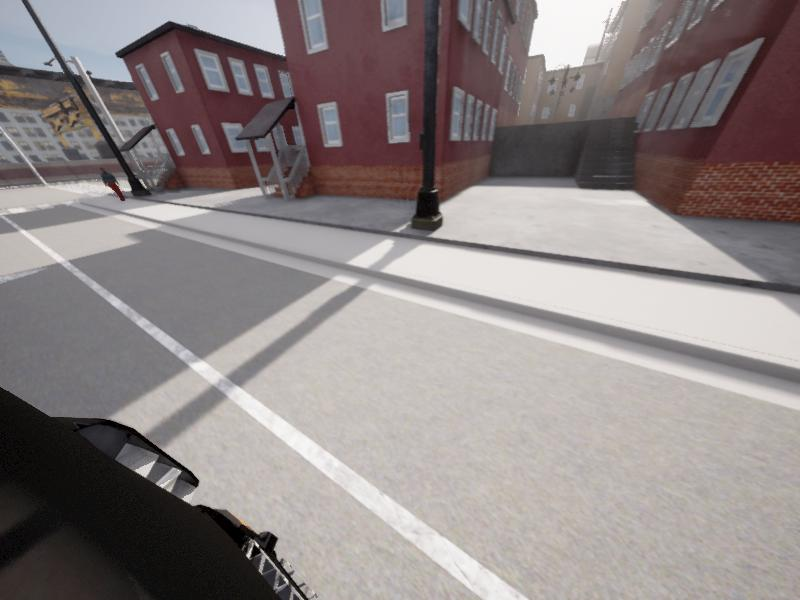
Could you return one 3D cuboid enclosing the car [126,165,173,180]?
[{"bbox_3d":[-34.935,-17.856,32.317,1.970,1.475,3.806,16,38,26],"label":"car"}]

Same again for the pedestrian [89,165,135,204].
[{"bbox_3d":[-16.391,-6.597,13.188,0.751,1.860,0.751,17,38,27],"label":"pedestrian"}]
